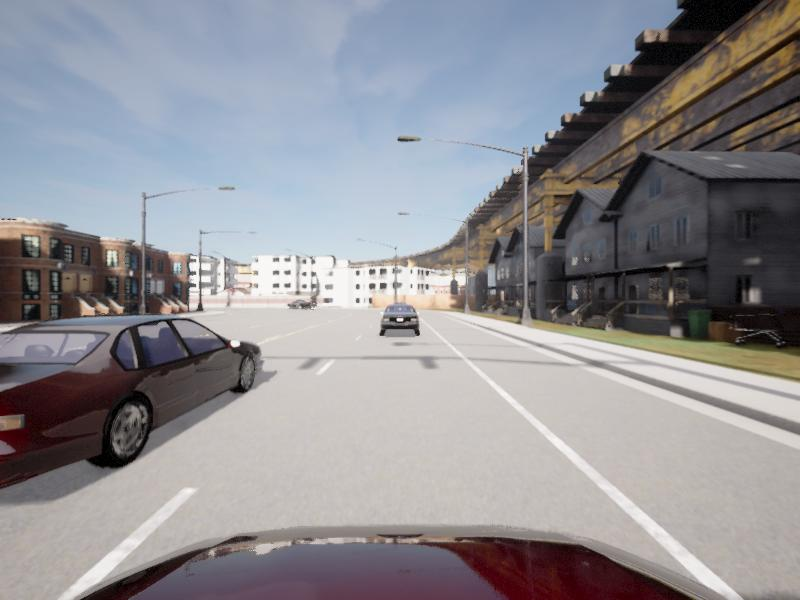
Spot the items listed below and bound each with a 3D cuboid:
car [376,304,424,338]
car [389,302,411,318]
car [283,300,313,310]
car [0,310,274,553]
[{"bbox_3d":[0.004,0.903,19.783,2.033,1.411,5.357,0,0,0],"label":"car"},{"bbox_3d":[-0.063,0.912,39.513,2.033,1.411,5.357,0,0,-2],"label":"car"},{"bbox_3d":[-17.030,0.800,66.878,5.238,1.638,1.930,0,0,36],"label":"car"},{"bbox_3d":[-3.499,0.897,5.211,2.033,1.411,5.357,0,0,0],"label":"car"}]
